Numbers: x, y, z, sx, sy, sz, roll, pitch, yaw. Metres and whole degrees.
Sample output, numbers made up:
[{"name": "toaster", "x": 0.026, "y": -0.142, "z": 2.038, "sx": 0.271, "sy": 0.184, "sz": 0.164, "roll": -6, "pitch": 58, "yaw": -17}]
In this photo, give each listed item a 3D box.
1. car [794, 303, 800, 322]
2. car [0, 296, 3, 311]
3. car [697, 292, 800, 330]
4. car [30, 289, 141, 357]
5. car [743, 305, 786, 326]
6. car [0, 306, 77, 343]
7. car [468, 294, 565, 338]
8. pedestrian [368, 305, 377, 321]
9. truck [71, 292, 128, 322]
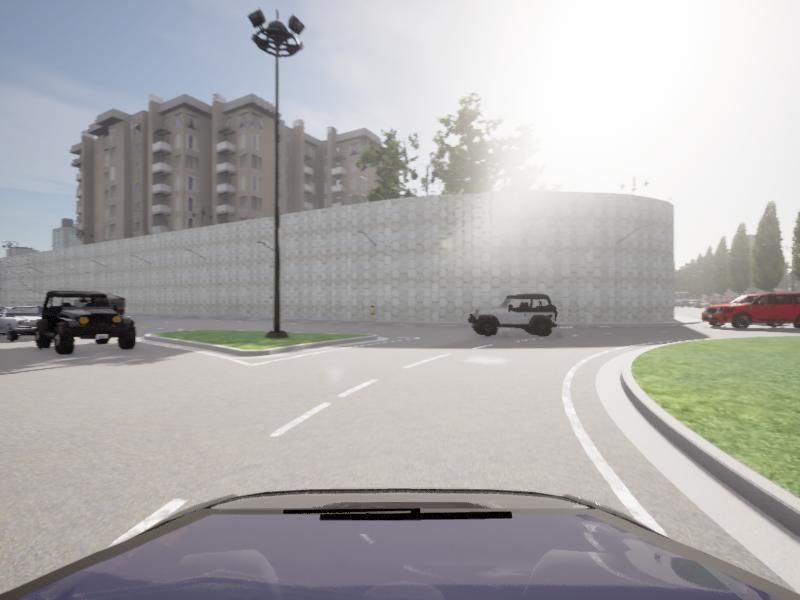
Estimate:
[{"name": "car", "x": 30.157, "y": 0.946, "z": 28.640, "sx": 1.812, "sy": 1.442, "sz": 4.674, "roll": 0, "pitch": 0, "yaw": 32}, {"name": "car", "x": -55.517, "y": 0.478, "z": 53.467, "sx": 5.566, "sy": 2.045, "sz": 2.150, "roll": 0, "pitch": 0, "yaw": 31}, {"name": "car", "x": 20.842, "y": 0.624, "z": 23.138, "sx": 5.566, "sy": 2.045, "sz": 2.150, "roll": 0, "pitch": 0, "yaw": 4}, {"name": "car", "x": -10.261, "y": 0.630, "z": 12.966, "sx": 3.866, "sy": 1.878, "sz": 1.905, "roll": 0, "pitch": 0, "yaw": 37}, {"name": "car", "x": 25.744, "y": 1.010, "z": 28.380, "sx": 1.895, "sy": 1.301, "sz": 4.718, "roll": 0, "pitch": 0, "yaw": 38}, {"name": "car", "x": -15.653, "y": 0.918, "z": 16.883, "sx": 4.718, "sy": 1.301, "sz": 1.895, "roll": 0, "pitch": 0, "yaw": 34}, {"name": "car", "x": 5.138, "y": 0.664, "z": 18.120, "sx": 3.866, "sy": 1.878, "sz": 1.905, "roll": 0, "pitch": 0, "yaw": 2}, {"name": "pedestrian", "x": -1.928, "y": 0.873, "z": 28.082, "sx": 0.500, "sy": 1.100, "sz": 0.500, "roll": 0, "pitch": 0, "yaw": 29}, {"name": "truck", "x": -23.981, "y": 0.505, "z": 31.778, "sx": 6.274, "sy": 2.098, "sz": 2.390, "roll": 0, "pitch": 0, "yaw": 41}]
